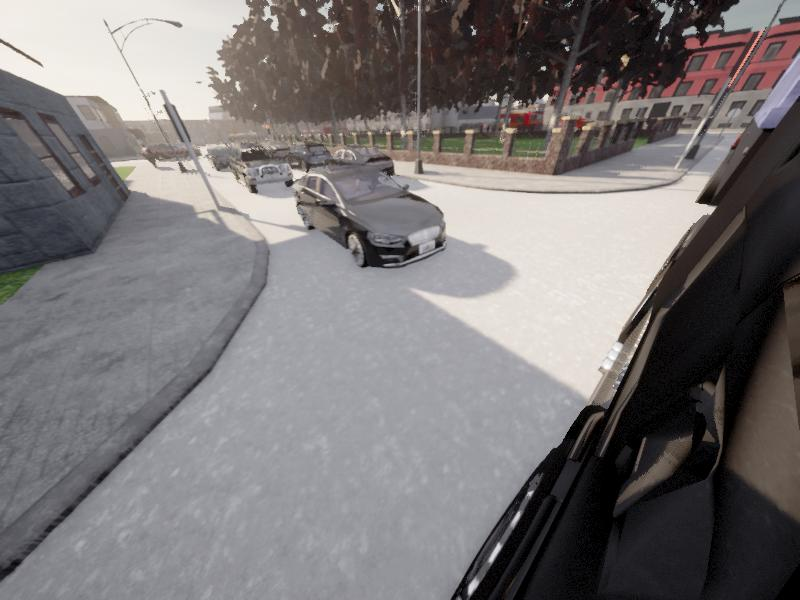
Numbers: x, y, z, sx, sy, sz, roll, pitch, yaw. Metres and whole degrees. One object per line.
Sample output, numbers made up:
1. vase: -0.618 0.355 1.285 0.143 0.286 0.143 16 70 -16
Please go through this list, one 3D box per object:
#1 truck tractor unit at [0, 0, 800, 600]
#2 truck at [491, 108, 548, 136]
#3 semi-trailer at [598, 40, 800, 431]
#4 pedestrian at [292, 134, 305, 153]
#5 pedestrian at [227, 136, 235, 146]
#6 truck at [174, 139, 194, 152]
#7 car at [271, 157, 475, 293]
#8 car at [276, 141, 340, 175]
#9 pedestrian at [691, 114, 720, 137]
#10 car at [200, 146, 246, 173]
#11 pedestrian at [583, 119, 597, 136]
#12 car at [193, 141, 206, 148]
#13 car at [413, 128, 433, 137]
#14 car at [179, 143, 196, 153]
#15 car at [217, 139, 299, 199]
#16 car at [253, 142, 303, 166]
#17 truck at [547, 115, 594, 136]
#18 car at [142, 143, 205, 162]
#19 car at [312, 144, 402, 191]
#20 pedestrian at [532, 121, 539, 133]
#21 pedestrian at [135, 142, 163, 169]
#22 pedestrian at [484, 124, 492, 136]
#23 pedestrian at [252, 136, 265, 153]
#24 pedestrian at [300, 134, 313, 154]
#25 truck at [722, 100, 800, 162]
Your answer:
1. truck tractor unit: 2.645 -0.295 0.351 6.516 4.208 3.053 -28 44 -30
2. truck: 22.155 -33.332 43.524 2.891 3.827 8.468 -28 44 -30
3. semi-trailer: 8.686 -3.618 4.234 14.254 4.402 2.717 -28 44 -30
4. pedestrian: -12.368 -19.033 28.092 0.751 1.860 0.751 -28 44 -30
5. pedestrian: -40.782 -38.400 55.778 0.751 1.860 0.751 -28 43 -29
6. truck: -48.374 -34.697 51.704 2.390 2.098 6.274 -28 44 -30
7. car: -1.039 -2.252 5.466 2.128 1.511 4.902 -26 43 -28
8. car: -6.476 -9.983 16.039 2.033 1.649 4.856 -30 44 -31
9. pedestrian: 31.487 -17.977 23.850 0.751 1.860 0.751 -1 37 3
10. car: -14.066 -11.231 18.308 1.837 1.490 4.892 -28 44 -30
11. pedestrian: 27.244 -24.733 33.143 0.751 1.860 0.751 -28 43 -29
12. car: -54.624 -42.409 62.997 1.970 1.475 3.806 -28 44 -30
13. car: 5.868 -43.689 60.242 2.152 1.651 5.027 -28 43 -30
14. car: -41.873 -30.009 45.575 1.812 1.442 4.674 -28 44 -30
15. car: -7.063 -6.646 11.395 1.932 1.855 4.605 -28 46 -30
16. car: -10.837 -12.971 20.407 2.128 1.511 4.902 -30 45 -32
17. truck: 28.072 -28.769 38.180 2.627 2.467 5.204 -29 44 -30
18. car: -27.041 -17.846 27.862 4.856 1.649 2.033 -16 38 -17
19. car: -2.295 -6.903 11.755 2.128 1.511 4.902 -28 44 -30
20. pedestrian: 28.883 -36.880 49.250 0.751 1.860 0.751 24 44 31
21. pedestrian: -21.068 -12.130 19.426 0.751 1.860 0.751 -27 43 -29
22. pedestrian: 16.583 -32.003 43.534 0.751 1.860 0.751 -5 37 -3
23. pedestrian: -18.442 -20.262 30.125 0.751 1.860 0.751 -18 39 -19
24. pedestrian: -10.707 -17.895 26.465 0.751 1.860 0.751 -28 43 -29
25. truck: 21.153 -9.495 12.894 5.204 2.467 2.627 -29 44 -30
